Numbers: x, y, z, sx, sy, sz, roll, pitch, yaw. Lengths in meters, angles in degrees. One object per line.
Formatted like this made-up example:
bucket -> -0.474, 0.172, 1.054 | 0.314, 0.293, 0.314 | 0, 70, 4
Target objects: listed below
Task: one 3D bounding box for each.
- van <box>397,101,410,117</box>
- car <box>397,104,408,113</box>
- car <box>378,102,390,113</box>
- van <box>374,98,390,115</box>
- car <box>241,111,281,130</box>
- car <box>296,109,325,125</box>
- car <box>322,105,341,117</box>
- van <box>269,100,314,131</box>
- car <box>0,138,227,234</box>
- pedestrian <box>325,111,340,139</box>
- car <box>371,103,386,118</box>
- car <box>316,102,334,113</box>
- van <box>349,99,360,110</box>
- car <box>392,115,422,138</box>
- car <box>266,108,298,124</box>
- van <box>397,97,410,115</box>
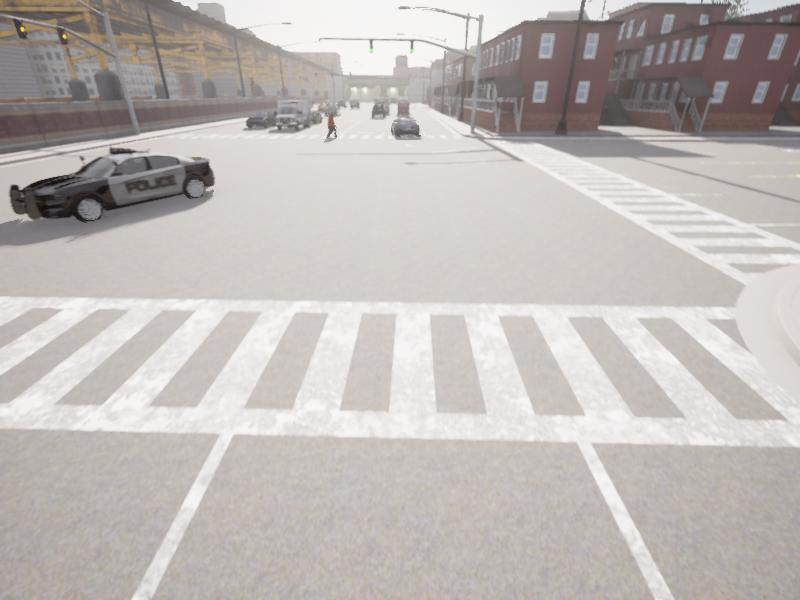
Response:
van -> 0.534, -29.165, 60.949 | 1.775, 1.987, 4.442 | 0, 27, 1
car -> 0.551, -35.480, 73.951 | 1.895, 1.301, 4.718 | 1, 27, 1
car -> -2.856, -35.059, 72.759 | 2.033, 1.649, 4.856 | 0, 27, 0
van -> -2.912, -31.947, 65.855 | 2.351, 2.431, 6.366 | 0, 27, 0
car -> -13.649, -17.918, 39.746 | 2.033, 1.411, 5.357 | 0, 27, 0
car -> -10.098, -20.854, 45.452 | 2.033, 1.411, 5.357 | 0, 27, 0
car -> -9.979, -27.804, 58.814 | 1.837, 1.490, 4.892 | 0, 27, 0
van -> -10.160, -17.671, 38.153 | 2.351, 2.431, 6.366 | 0, 27, 0
car -> -8.061, -3.577, 11.696 | 1.930, 1.638, 5.238 | 15, 31, 27
pedestrian -> -4.973, -12.875, 29.441 | 0.751, 1.860, 0.751 | 3, 27, 6
car -> -2.994, -27.100, 57.053 | 1.932, 1.855, 4.605 | 0, 27, 0
car -> -13.369, -34.329, 71.258 | 2.242, 1.667, 4.611 | 0, 27, 0
van -> -9.737, -42.117, 86.027 | 1.775, 1.987, 4.442 | 0, 27, 0
car -> 0.471, -14.082, 32.391 | 1.994, 1.385, 4.181 | -2, 27, -5
car -> -13.591, -21.380, 46.457 | 2.033, 1.411, 5.357 | 0, 27, 0
van -> 0.585, -32.543, 66.901 | 1.988, 2.561, 5.915 | 0, 27, 1
